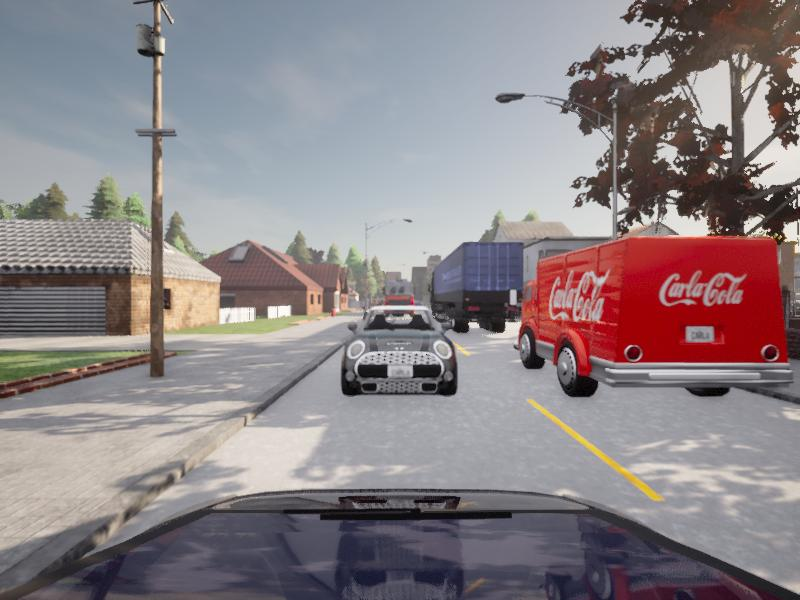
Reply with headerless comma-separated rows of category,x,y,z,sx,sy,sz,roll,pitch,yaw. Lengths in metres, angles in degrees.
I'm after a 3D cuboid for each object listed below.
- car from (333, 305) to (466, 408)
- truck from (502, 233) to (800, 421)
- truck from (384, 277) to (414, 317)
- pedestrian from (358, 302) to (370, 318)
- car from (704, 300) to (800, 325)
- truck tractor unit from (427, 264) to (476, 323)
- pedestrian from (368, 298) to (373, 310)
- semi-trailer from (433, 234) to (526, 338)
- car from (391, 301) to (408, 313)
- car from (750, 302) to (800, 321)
car,-0.012,0.863,7.843,1.970,1.475,3.806,0,0,0
truck,3.991,0.363,7.852,2.627,2.467,5.204,0,0,0
truck,-0.072,-0.273,43.249,2.891,3.827,8.468,0,0,0
pedestrian,-3.066,0.851,34.029,0.751,1.300,0.751,0,0,39
car,23.915,0.808,27.251,4.856,1.649,2.033,0,0,-2
truck tractor unit,3.945,-0.485,32.013,3.053,4.208,6.516,0,0,0
pedestrian,-4.739,0.602,64.074,0.751,1.860,0.751,0,0,-3
semi-trailer,3.968,-0.591,24.102,2.717,4.402,14.254,0,0,0
car,-0.080,0.893,52.334,2.128,1.511,4.902,0,0,0
car,30.761,0.880,31.427,4.892,1.490,1.837,0,0,0
